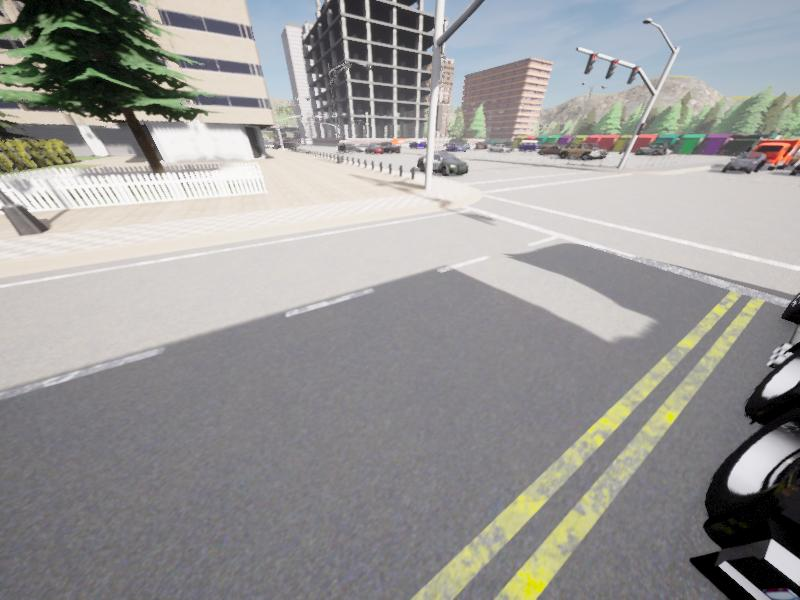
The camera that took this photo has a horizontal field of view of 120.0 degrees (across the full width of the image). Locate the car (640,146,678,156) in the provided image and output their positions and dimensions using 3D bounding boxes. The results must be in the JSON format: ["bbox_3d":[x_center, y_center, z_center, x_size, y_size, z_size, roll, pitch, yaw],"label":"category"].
[{"bbox_3d":[45.568,-26.334,40.769,1.970,1.475,3.806,-18,39,-24],"label":"car"}]

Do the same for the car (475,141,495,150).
[{"bbox_3d":[22.079,-40.403,60.374,1.932,1.855,4.605,-18,39,-24],"label":"car"}]

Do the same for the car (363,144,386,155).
[{"bbox_3d":[-4.652,-27.113,41.657,2.163,1.488,4.792,-18,39,-24],"label":"car"}]

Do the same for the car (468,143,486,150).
[{"bbox_3d":[19.772,-39.456,59.362,1.784,1.438,3.905,-18,39,-24],"label":"car"}]

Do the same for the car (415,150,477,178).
[{"bbox_3d":[3.459,-10.994,18.505,2.038,1.542,4.974,-17,39,-24],"label":"car"}]

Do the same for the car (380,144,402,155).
[{"bbox_3d":[-1.708,-28.213,43.214,1.882,1.535,5.008,-18,39,-24],"label":"car"}]

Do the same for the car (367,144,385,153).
[{"bbox_3d":[-4.939,-31.392,47.840,1.812,1.442,4.674,-18,39,-24],"label":"car"}]

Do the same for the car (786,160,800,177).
[{"bbox_3d":[34.131,-10.914,18.571,5.027,1.651,2.152,-18,39,-24],"label":"car"}]

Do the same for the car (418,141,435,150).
[{"bbox_3d":[6.665,-39.656,59.169,1.932,1.855,4.605,-18,39,-24],"label":"car"}]

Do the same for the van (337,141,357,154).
[{"bbox_3d":[-10.047,-28.716,43.426,2.069,2.038,4.480,-18,39,-24],"label":"van"}]

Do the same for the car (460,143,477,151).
[{"bbox_3d":[17.256,-38.622,58.197,1.970,1.475,3.806,-18,39,-24],"label":"car"}]

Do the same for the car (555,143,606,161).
[{"bbox_3d":[23.474,-19.453,30.262,1.932,1.855,4.605,-18,39,-24],"label":"car"}]

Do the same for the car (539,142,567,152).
[{"bbox_3d":[34.358,-34.450,51.920,1.932,1.855,4.605,-18,39,-24],"label":"car"}]

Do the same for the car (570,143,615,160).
[{"bbox_3d":[26.015,-20.231,31.408,1.905,1.878,3.866,-18,39,-24],"label":"car"}]

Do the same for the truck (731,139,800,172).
[{"bbox_3d":[35.853,-14.059,22.366,5.204,2.467,2.627,-17,38,-23],"label":"truck"}]

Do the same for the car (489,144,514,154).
[{"bbox_3d":[19.719,-29.490,45.087,1.970,1.475,3.806,-18,39,-24],"label":"car"}]

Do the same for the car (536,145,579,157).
[{"bbox_3d":[25.186,-24.006,37.237,2.033,1.415,5.357,-18,39,-24],"label":"car"}]

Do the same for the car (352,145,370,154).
[{"bbox_3d":[-7.824,-30.204,46.237,1.895,1.301,4.718,-18,39,-24],"label":"car"}]

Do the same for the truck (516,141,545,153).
[{"bbox_3d":[27.246,-32.206,48.466,2.069,2.038,4.478,-18,39,-24],"label":"truck"}]

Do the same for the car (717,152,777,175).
[{"bbox_3d":[29.895,-11.828,19.930,3.633,1.501,1.845,-17,39,-24],"label":"car"}]

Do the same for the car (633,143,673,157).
[{"bbox_3d":[43.048,-25.728,39.456,1.905,1.878,3.866,-18,39,-24],"label":"car"}]

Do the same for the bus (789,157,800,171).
[{"bbox_3d":[42.865,-14.567,21.596,10.273,4.253,3.944,-17,38,-23],"label":"bus"}]

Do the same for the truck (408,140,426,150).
[{"bbox_3d":[4.185,-38.890,57.882,2.069,2.038,4.478,-18,39,-24],"label":"truck"}]

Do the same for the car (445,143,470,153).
[{"bbox_3d":[11.645,-31.184,47.328,2.242,1.667,4.611,-18,39,-24],"label":"car"}]

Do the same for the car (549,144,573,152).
[{"bbox_3d":[36.905,-35.054,53.179,1.784,1.438,3.905,-18,39,-24],"label":"car"}]

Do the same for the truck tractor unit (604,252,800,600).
[{"bbox_3d":[5.088,-0.323,0.809,6.516,4.208,3.053,-19,39,-25],"label":"truck tractor unit"}]
